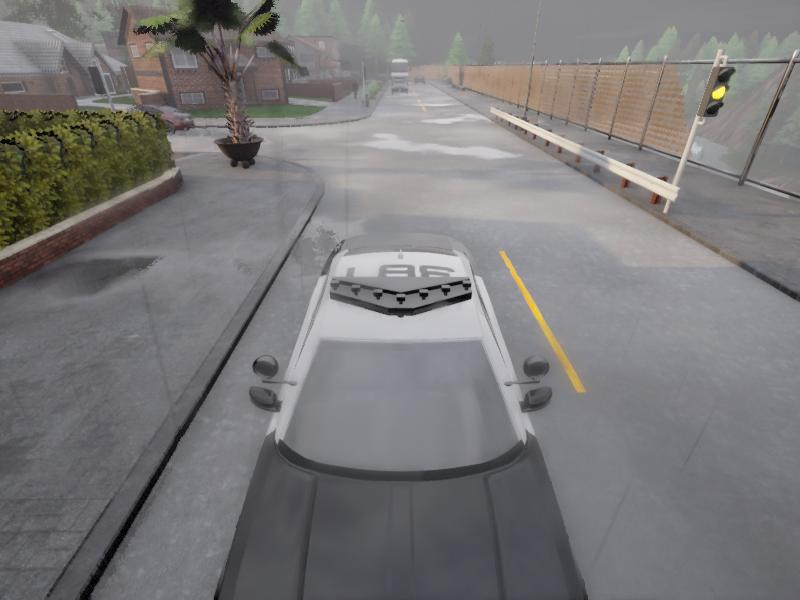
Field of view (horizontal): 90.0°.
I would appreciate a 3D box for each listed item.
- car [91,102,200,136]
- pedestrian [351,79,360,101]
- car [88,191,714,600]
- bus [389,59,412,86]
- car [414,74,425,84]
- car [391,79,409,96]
[{"bbox_3d":[-13.095,-9.441,20.838,4.181,1.385,1.994,0,30,0],"label":"car"},{"bbox_3d":[-4.301,-20.223,38.579,0.751,1.860,0.751,-2,30,-3],"label":"pedestrian"},{"bbox_3d":[0.006,0.626,3.353,1.930,1.638,5.238,0,31,0],"label":"car"},{"bbox_3d":[0.093,-43.588,76.504,3.944,4.253,10.273,0,30,0],"label":"bus"},{"bbox_3d":[3.970,-45.405,82.061,2.097,1.767,4.553,0,30,0],"label":"car"},{"bbox_3d":[-0.015,-26.921,50.552,2.152,1.651,5.027,0,30,0],"label":"car"}]
